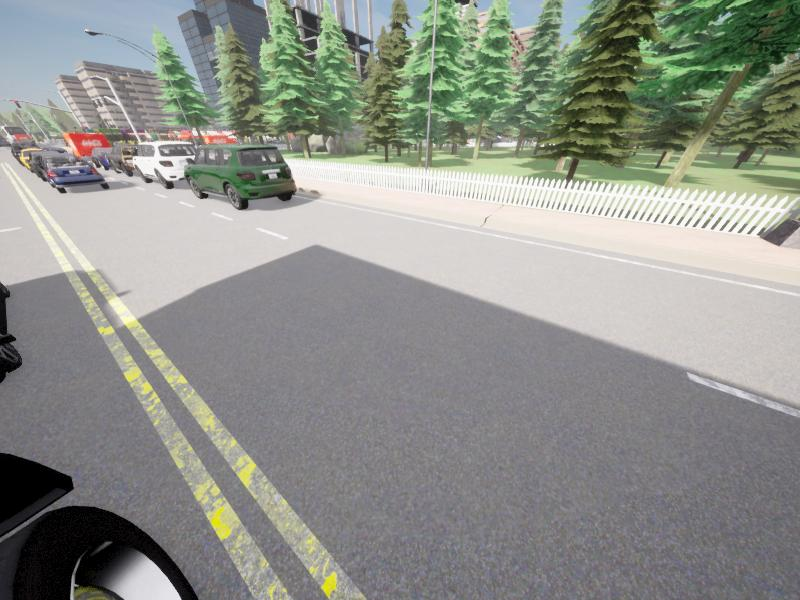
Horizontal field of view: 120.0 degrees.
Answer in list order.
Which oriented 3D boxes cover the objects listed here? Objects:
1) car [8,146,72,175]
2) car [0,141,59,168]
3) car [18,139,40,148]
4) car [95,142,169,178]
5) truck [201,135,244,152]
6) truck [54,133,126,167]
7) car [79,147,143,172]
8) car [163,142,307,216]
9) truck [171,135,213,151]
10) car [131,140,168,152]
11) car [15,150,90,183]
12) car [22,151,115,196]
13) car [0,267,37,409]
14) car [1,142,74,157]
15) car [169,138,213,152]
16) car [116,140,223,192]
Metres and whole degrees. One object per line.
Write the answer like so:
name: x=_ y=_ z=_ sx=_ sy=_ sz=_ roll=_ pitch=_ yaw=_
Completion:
car: x=-27.631 y=-10.826 z=17.725 sx=5.366 sy=1.575 sz=1.801 roll=22 pitch=40 yaw=27
car: x=-33.448 y=-13.256 z=20.875 sx=4.605 sy=1.855 sz=1.932 roll=22 pitch=40 yaw=27
car: x=-87.214 y=-36.917 z=54.305 sx=5.238 sy=1.638 sz=1.930 roll=22 pitch=40 yaw=27
car: x=-18.721 y=-9.856 z=16.152 sx=4.605 sy=1.855 sz=1.932 roll=22 pitch=40 yaw=27
truck: x=-32.628 y=-28.968 z=42.678 sx=2.627 sy=2.467 sz=5.204 roll=21 pitch=40 yaw=26
truck: x=-29.380 y=-14.324 z=21.908 sx=5.204 sy=2.467 sz=2.627 roll=22 pitch=40 yaw=27
car: x=-24.115 y=-11.832 z=19.264 sx=4.792 sy=1.488 sz=2.163 roll=22 pitch=40 yaw=27
car: x=-6.699 y=-5.162 z=9.424 sx=5.566 sy=2.045 sz=2.150 roll=21 pitch=40 yaw=27
truck: x=-41.373 y=-31.442 z=46.142 sx=2.627 sy=2.467 sz=5.204 roll=20 pitch=40 yaw=26
car: x=-45.124 y=-27.846 z=41.748 sx=1.851 sy=1.617 sz=3.988 roll=22 pitch=41 yaw=28
car: x=-21.865 y=-8.496 z=14.549 sx=4.193 sy=1.474 sz=1.816 roll=22 pitch=40 yaw=27
car: x=-16.645 y=-6.461 z=11.626 sx=3.705 sy=1.549 sz=1.789 roll=22 pitch=40 yaw=27
car: x=-6.037 y=0.220 z=2.301 sx=3.806 sy=1.475 sz=1.970 roll=22 pitch=41 yaw=28
car: x=-48.754 y=-20.387 z=31.244 sx=4.792 sy=1.488 sz=2.163 roll=-11 pitch=37 yaw=-16
car: x=-39.285 y=-29.413 z=43.634 sx=2.150 sy=2.045 sz=5.566 roll=21 pitch=40 yaw=26
car: x=-12.733 y=-7.550 z=12.774 sx=5.566 sy=2.045 sz=2.150 roll=22 pitch=40 yaw=27
